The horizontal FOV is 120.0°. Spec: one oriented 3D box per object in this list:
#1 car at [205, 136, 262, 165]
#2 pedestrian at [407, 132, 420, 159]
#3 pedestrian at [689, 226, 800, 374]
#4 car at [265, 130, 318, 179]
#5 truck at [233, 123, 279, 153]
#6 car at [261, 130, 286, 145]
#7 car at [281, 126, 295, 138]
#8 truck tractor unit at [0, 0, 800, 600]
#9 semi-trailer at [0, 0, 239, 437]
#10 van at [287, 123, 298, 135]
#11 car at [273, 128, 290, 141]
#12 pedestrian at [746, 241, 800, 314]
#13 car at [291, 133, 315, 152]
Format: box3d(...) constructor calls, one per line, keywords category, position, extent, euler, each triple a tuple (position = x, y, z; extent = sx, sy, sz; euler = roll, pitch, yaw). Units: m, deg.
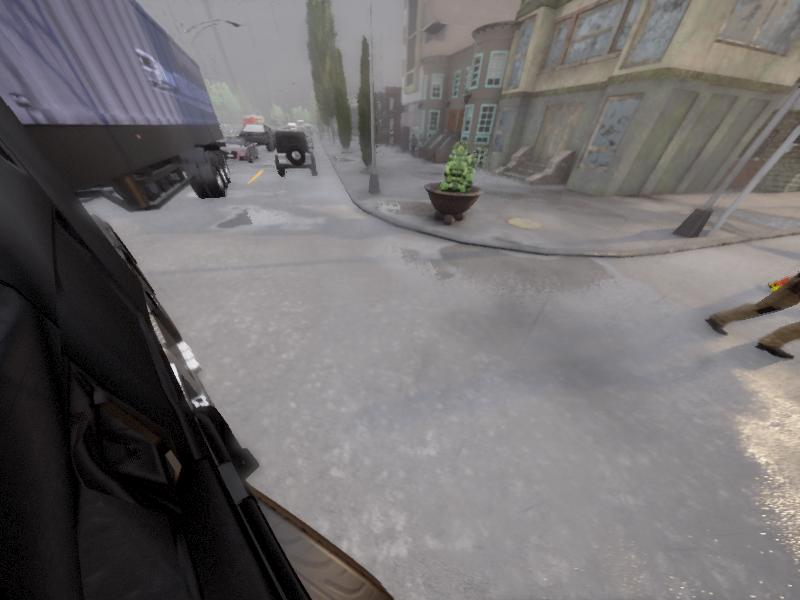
box3d(category="car", position=(-11.023, -10.197, 15.668), extent=(1.994, 1.385, 4.181), euler=(-9, 38, -15))
box3d(category="pedestrian", position=(1.172, -13.286, 19.897), extent=(0.751, 1.860, 0.751), euler=(-12, 39, -19))
box3d(category="pedestrian", position=(4.530, -0.174, 2.491), extent=(0.751, 1.860, 0.751), euler=(-11, 38, -17))
box3d(category="car", position=(-5.612, -7.921, 12.439), extent=(1.905, 1.878, 3.866), euler=(-9, 38, -15))
box3d(category="truck", position=(-13.750, -15.899, 22.622), extent=(2.390, 2.098, 6.274), euler=(-9, 38, -15))
box3d(category="car", position=(-16.993, -22.052, 31.269), extent=(2.128, 1.511, 4.902), euler=(-9, 38, -15))
box3d(category="car", position=(-23.894, -35.845, 49.255), extent=(1.932, 1.855, 4.605), euler=(-9, 37, -15))
box3d(category="truck tractor unit", position=(-2.645, -0.295, 0.351), extent=(6.516, 4.208, 3.053), euler=(28, 44, 30))
box3d(category="semi-trailer", position=(-6.740, -4.436, 5.531), extent=(2.717, 4.402, 14.254), euler=(-15, 40, -21))
box3d(category="van", position=(-29.302, -46.834, 63.235), extent=(1.988, 2.561, 5.915), euler=(-9, 38, -15))
box3d(category="car", position=(-20.096, -28.217, 39.384), extent=(1.801, 1.575, 5.366), euler=(-9, 38, -15))
box3d(category="pedestrian", position=(6.656, -0.708, 3.324), extent=(0.751, 1.860, 0.751), euler=(1, 36, -2))
box3d(category="car", position=(-10.178, -16.735, 24.469), extent=(1.970, 1.475, 3.806), euler=(-9, 38, -15))
